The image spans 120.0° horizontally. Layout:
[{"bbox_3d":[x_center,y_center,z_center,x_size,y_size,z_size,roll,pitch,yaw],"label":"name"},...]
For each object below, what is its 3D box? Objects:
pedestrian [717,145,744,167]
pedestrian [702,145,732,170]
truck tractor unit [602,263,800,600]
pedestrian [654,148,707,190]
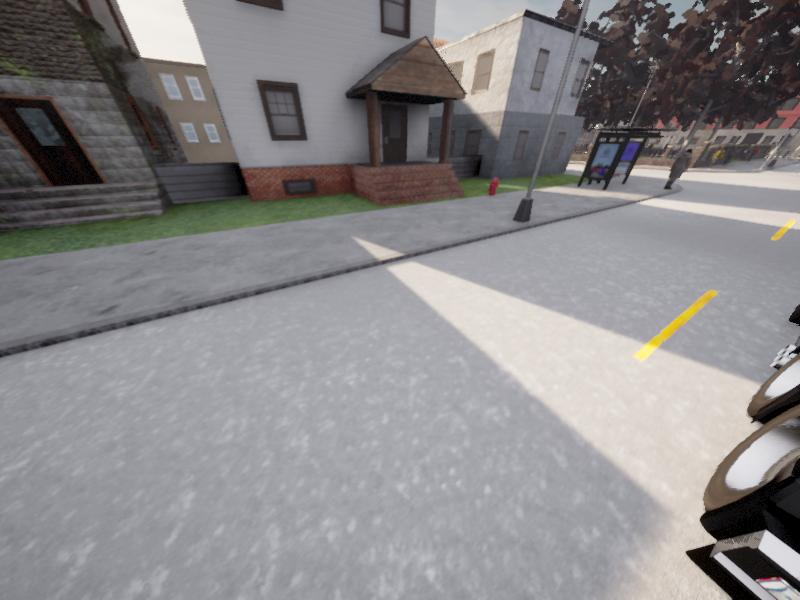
[{"bbox_3d":[34.200,-14.934,23.939,0.751,1.860,0.751,-20,40,-26],"label":"pedestrian"},{"bbox_3d":[29.297,-13.165,21.351,0.751,1.860,0.751,-18,39,-25],"label":"pedestrian"},{"bbox_3d":[5.111,-0.299,0.786,6.516,4.208,3.053,-18,39,-24],"label":"truck tractor unit"},{"bbox_3d":[14.681,-6.892,12.169,0.751,1.860,0.751,-3,35,-5],"label":"pedestrian"}]
